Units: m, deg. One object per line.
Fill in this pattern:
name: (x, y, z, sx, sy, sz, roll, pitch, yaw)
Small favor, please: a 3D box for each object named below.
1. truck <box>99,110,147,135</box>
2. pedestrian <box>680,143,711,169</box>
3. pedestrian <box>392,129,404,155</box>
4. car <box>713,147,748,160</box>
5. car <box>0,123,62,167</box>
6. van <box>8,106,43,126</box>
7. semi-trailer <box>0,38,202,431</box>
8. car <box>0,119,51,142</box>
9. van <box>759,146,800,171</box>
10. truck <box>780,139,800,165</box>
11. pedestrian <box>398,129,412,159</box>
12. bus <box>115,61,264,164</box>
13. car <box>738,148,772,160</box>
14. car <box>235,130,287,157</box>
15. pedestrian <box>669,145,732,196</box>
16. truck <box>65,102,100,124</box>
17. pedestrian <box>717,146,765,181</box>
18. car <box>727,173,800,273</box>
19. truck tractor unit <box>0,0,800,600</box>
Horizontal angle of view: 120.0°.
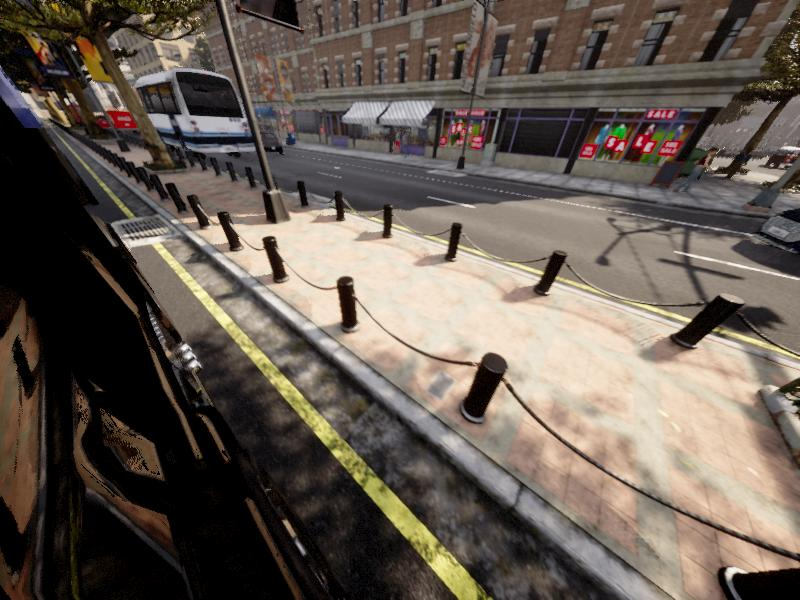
truck: (-36.779, -23.521, 30.663, 5.204, 2.467, 2.627, 27, 43, 29)
pedestrian: (26.392, -12.914, 20.702, 0.751, 1.860, 0.751, 21, 41, 23)
pedestrian: (-0.194, -13.957, 20.419, 0.751, 1.860, 0.751, 25, 42, 27)
car: (57.803, -25.715, 40.496, 2.152, 1.651, 5.027, 27, 43, 29)
car: (-19.776, -8.067, 11.897, 4.974, 1.542, 2.038, 27, 43, 29)
van: (-63.337, -31.176, 39.150, 5.915, 2.561, 1.988, 27, 43, 29)
semi-trailer: (-8.746, -3.572, 4.179, 14.254, 4.402, 2.717, 28, 43, 29)
car: (-33.808, -15.330, 20.817, 5.357, 1.411, 2.033, 28, 43, 29)
van: (43.495, -15.813, 25.795, 2.069, 2.038, 4.480, 27, 43, 29)
truck: (59.482, -21.196, 32.491, 2.891, 3.827, 8.468, 27, 43, 29)
pedestrian: (0.369, -12.022, 17.871, 0.751, 1.860, 0.751, 22, 41, 24)
bus: (-14.557, -12.567, 15.960, 10.273, 4.253, 3.944, 28, 43, 29)
car: (62.601, -25.854, 40.848, 1.837, 1.490, 4.892, 27, 43, 29)
car: (-10.964, -12.387, 18.213, 3.633, 1.501, 1.845, 27, 43, 29)
pedestrian: (13.483, -5.855, 10.468, 0.751, 1.860, 0.751, 20, 40, 22)
truck: (-74.923, -43.975, 54.428, 8.468, 3.827, 2.891, 28, 43, 29)
pedestrian: (22.107, -8.870, 15.035, 0.751, 1.860, 0.751, 27, 43, 29)
car: (11.255, -1.261, 4.683, 4.856, 1.649, 2.033, 14, 39, 15)
truck tractor unit: (-2.645, -0.295, 0.351, 6.516, 4.208, 3.053, 28, 44, 30)
